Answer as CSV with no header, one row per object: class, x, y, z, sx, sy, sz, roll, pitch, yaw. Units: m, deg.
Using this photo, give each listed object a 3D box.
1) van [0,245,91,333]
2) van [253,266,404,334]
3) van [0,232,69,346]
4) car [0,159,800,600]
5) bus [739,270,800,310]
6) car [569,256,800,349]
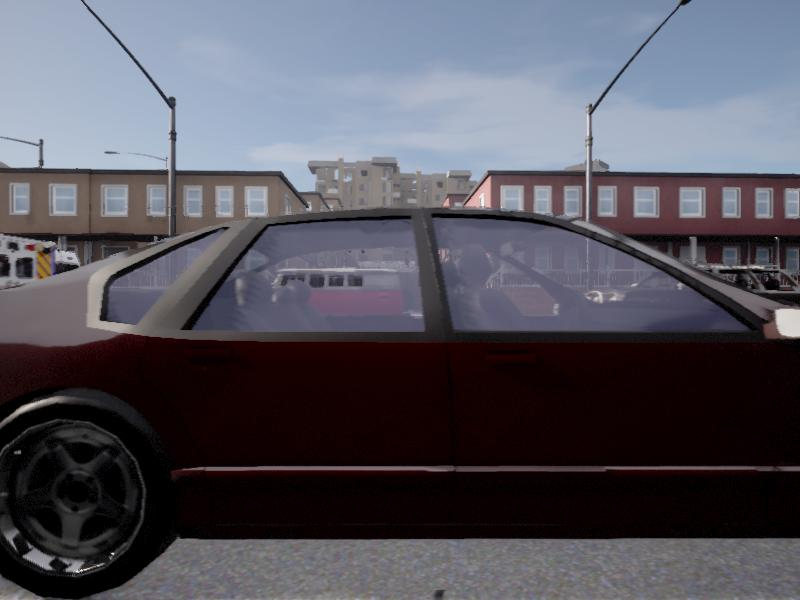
van,-13.493,-0.301,12.606,5.915,2.561,1.988,-1,0,0
van,-2.109,-0.005,12.678,4.442,1.987,1.775,0,0,0
van,-11.729,-0.240,9.128,6.366,2.431,2.351,0,0,0
car,0.241,0.294,2.195,5.357,1.411,2.033,0,0,0
bus,45.134,-1.069,45.713,3.944,4.253,10.273,0,0,0
car,6.621,0.066,9.233,4.605,1.855,1.932,1,0,0
